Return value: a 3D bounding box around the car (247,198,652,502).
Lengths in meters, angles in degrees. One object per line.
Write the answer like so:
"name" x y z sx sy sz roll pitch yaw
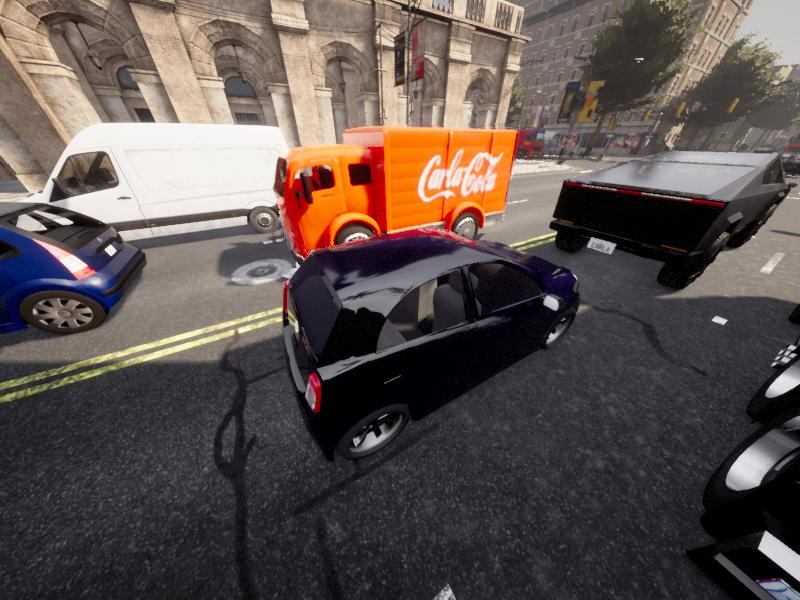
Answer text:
"car" 0.565 -0.045 2.727 3.633 1.501 1.845 -18 39 -24

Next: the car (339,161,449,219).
"car" -0.200 -4.417 8.998 3.633 1.501 1.845 -18 39 -24

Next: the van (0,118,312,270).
"van" -5.825 -3.006 6.048 5.915 2.561 1.988 -18 39 -24

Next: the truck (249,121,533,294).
"truck" -0.099 -2.531 5.455 5.204 2.467 2.627 -18 39 -24

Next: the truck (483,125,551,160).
"truck" 17.170 -23.834 34.995 2.891 3.827 8.468 -18 39 -24

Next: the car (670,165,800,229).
"car" 12.255 -3.857 8.333 3.806 1.475 1.970 -18 39 -25

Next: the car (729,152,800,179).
"car" 29.836 -10.314 17.702 2.128 1.511 4.902 -18 39 -24

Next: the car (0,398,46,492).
"car" -4.891 1.715 0.164 4.514 1.525 2.007 -18 39 -24

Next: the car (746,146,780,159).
"car" 58.675 -23.931 37.351 5.238 1.638 1.930 -19 39 -25

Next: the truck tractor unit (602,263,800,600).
"truck tractor unit" 5.107 -0.305 0.785 6.516 4.208 3.053 -18 39 -24

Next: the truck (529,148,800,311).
"truck" 6.359 -2.163 5.312 6.274 2.098 2.390 -18 39 -24

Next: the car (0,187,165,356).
"car" -6.145 -0.215 2.854 3.988 1.617 1.851 -18 39 -24

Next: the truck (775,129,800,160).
"truck" 61.409 -23.414 34.719 8.468 3.827 2.891 -18 39 -25
